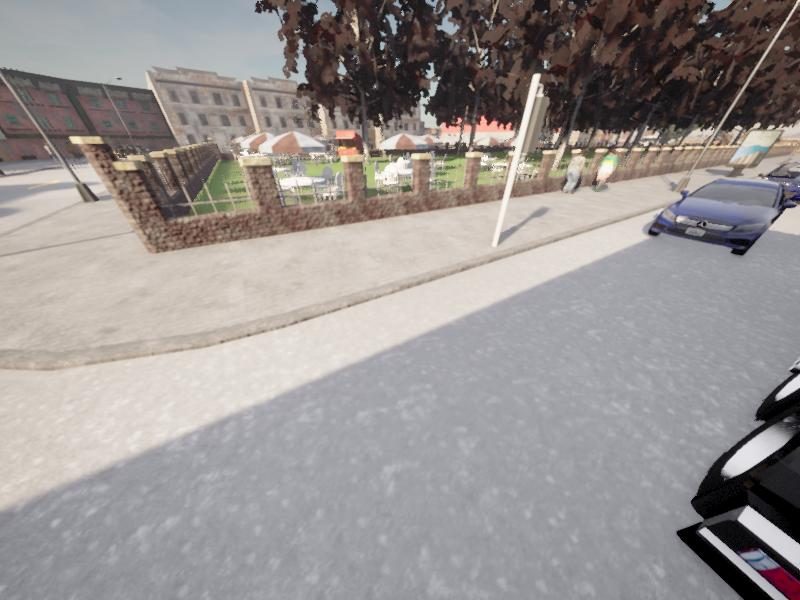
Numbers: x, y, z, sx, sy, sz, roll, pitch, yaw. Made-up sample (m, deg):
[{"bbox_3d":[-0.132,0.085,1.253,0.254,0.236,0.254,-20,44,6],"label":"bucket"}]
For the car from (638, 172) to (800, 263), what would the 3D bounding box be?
[{"bbox_3d":[9.192,-2.563,6.506,4.674,1.442,1.812,-19,39,-26],"label":"car"}]

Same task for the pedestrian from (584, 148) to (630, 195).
[{"bbox_3d":[9.896,-6.183,11.130,0.751,1.860,0.751,-14,37,-19],"label":"pedestrian"}]

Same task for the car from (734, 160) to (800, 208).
[{"bbox_3d":[17.958,-5.475,10.693,3.633,1.501,1.845,-19,39,-25],"label":"car"}]

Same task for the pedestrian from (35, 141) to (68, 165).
[{"bbox_3d":[-32.529,-13.720,21.606,0.751,1.860,0.751,-19,39,-25],"label":"pedestrian"}]

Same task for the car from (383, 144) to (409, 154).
[{"bbox_3d":[-0.764,-29.236,44.711,4.514,1.525,2.007,-18,39,-25],"label":"car"}]

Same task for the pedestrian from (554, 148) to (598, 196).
[{"bbox_3d":[8.072,-5.891,10.693,0.751,1.860,0.751,-8,36,-12],"label":"pedestrian"}]

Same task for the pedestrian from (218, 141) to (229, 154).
[{"bbox_3d":[-29.657,-25.708,38.872,0.751,1.860,0.751,-16,38,-22],"label":"pedestrian"}]

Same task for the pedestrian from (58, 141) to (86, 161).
[{"bbox_3d":[-35.776,-16.256,25.226,0.751,1.860,0.751,4,35,6],"label":"pedestrian"}]

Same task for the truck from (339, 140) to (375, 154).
[{"bbox_3d":[-8.237,-29.664,44.761,6.274,2.098,2.390,-19,39,-25],"label":"truck"}]

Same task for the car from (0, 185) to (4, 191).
[{"bbox_3d":[-20.508,-4.910,9.757,1.895,1.301,4.718,-18,39,-25],"label":"car"}]

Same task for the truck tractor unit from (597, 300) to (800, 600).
[{"bbox_3d":[5.166,-0.243,0.695,6.516,4.208,3.053,-16,38,-21],"label":"truck tractor unit"}]

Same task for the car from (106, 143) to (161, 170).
[{"bbox_3d":[-24.571,-13.491,21.559,1.932,1.855,4.605,-18,40,-25],"label":"car"}]

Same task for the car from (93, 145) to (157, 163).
[{"bbox_3d":[-31.783,-17.132,27.029,1.882,1.535,5.008,-3,35,-5],"label":"car"}]
